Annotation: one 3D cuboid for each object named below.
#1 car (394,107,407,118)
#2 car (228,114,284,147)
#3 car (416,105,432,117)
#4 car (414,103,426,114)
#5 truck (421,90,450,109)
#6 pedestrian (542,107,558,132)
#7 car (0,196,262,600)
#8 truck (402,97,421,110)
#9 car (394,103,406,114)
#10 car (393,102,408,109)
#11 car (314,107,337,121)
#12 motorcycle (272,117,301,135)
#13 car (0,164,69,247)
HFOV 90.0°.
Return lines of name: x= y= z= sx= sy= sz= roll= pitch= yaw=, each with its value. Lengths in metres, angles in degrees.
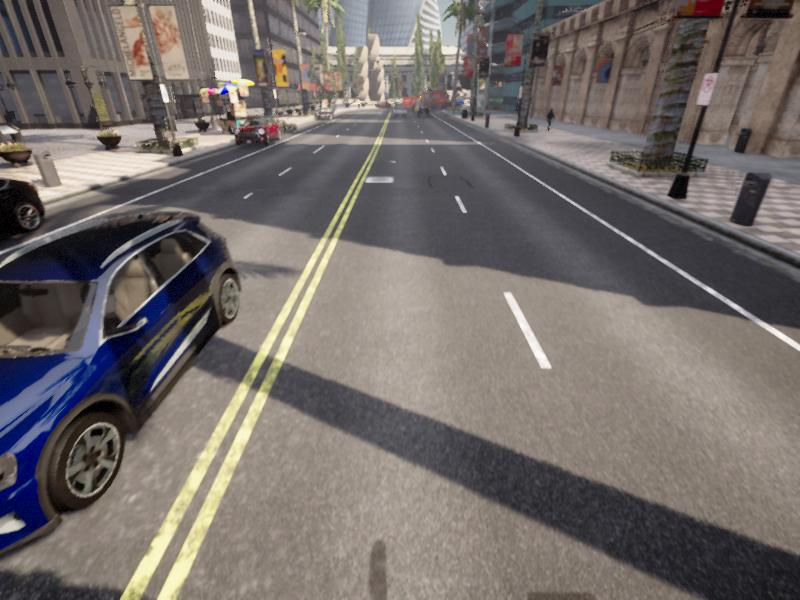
car: x=0.046 y=-28.264 z=60.136 sx=1.895 sy=1.301 sz=4.718 roll=0 pitch=27 yaw=0
car: x=-9.890 y=-11.905 z=27.895 sx=2.185 sy=1.767 sz=4.553 roll=0 pitch=27 yaw=0
car: x=3.542 y=-28.707 z=60.746 sx=2.128 sy=1.511 sz=4.902 roll=0 pitch=27 yaw=0
car: x=3.490 y=-33.966 z=70.919 sx=1.801 sy=1.575 sz=5.366 roll=0 pitch=27 yaw=0
truck: x=8.083 y=-45.692 z=91.165 sx=2.891 sy=3.827 sz=8.468 roll=16 pitch=31 yaw=29
pedestrian: x=12.399 y=-14.944 z=33.131 sx=0.751 sy=1.860 sz=0.751 roll=-1 pitch=27 yaw=-1
car: x=-3.437 y=0.218 z=4.447 sx=2.033 sy=1.649 sz=4.856 roll=0 pitch=27 yaw=0
truck: x=2.574 y=-43.536 z=88.510 sx=2.627 sy=2.467 sz=5.204 roll=10 pitch=29 yaw=19
car: x=0.001 y=-32.908 z=68.842 sx=2.038 sy=1.542 sz=4.974 roll=0 pitch=27 yaw=0
car: x=0.216 y=-44.603 z=91.729 sx=1.812 sy=1.442 sz=4.674 roll=10 pitch=29 yaw=19
car: x=-10.011 y=-25.231 z=54.074 sx=2.231 sy=1.521 sz=4.892 roll=0 pitch=27 yaw=0
motorcycle: x=-9.771 y=-15.019 z=34.566 sx=0.764 sy=1.277 sz=2.356 roll=14 pitch=31 yaw=26
car: x=-10.099 y=-1.719 z=8.438 sx=2.163 sy=1.488 sz=4.792 roll=0 pitch=27 yaw=0
